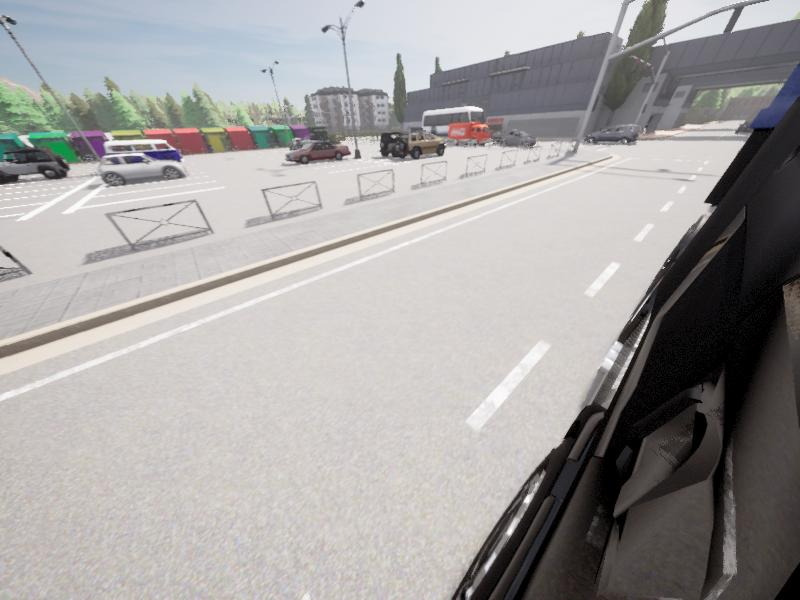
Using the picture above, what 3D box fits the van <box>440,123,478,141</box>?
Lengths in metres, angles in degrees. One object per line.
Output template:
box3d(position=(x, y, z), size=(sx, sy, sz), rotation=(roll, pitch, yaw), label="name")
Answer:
box3d(position=(10.493, -30.089, 41.543), size=(2.351, 2.431, 6.366), rotation=(-27, 43, -29), label="van")

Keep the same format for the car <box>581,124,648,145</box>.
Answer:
box3d(position=(22.842, -17.770, 24.817), size=(2.242, 1.667, 4.611), rotation=(-28, 43, -30), label="car")

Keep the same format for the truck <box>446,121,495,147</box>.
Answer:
box3d(position=(8.856, -21.252, 29.697), size=(2.627, 2.467, 5.204), rotation=(-27, 43, -29), label="truck")

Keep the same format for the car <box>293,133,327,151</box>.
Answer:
box3d(position=(-12.775, -22.499, 32.943), size=(3.866, 1.878, 1.905), rotation=(-28, 43, -30), label="car")

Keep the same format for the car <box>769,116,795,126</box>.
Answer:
box3d(position=(71.734, -33.597, 43.409), size=(4.181, 1.385, 1.994), rotation=(-28, 43, -30), label="car")

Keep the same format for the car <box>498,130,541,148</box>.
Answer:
box3d(position=(13.163, -17.861, 25.652), size=(1.845, 1.501, 3.633), rotation=(-28, 43, -30), label="car")

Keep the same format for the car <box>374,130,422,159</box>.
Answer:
box3d(position=(-0.129, -13.933, 20.622), size=(3.866, 1.878, 1.905), rotation=(-28, 43, -30), label="car")

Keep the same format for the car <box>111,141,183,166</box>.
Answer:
box3d(position=(-26.165, -15.382, 24.166), size=(4.605, 1.855, 1.932), rotation=(-28, 43, -30), label="car")

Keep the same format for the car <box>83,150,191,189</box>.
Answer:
box3d(position=(-15.223, -7.836, 13.731), size=(3.806, 1.475, 1.970), rotation=(-28, 43, -30), label="car")

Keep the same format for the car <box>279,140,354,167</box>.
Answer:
box3d(position=(-6.795, -12.320, 19.248), size=(5.357, 1.415, 2.033), rotation=(-28, 43, -30), label="car")

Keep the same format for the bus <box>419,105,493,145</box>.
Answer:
box3d(position=(7.898, -26.083, 34.772), size=(3.944, 4.253, 10.273), rotation=(-27, 43, -29), label="bus")

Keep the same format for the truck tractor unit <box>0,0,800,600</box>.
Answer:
box3d(position=(2.645, -0.295, 0.351), size=(6.516, 4.208, 3.053), rotation=(-28, 44, -30), label="truck tractor unit")

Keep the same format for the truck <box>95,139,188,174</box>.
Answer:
box3d(position=(-20.841, -11.888, 18.972), size=(4.478, 2.038, 2.069), rotation=(-28, 43, -30), label="truck")

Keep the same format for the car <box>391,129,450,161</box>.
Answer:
box3d(position=(1.690, -12.648, 18.774), size=(4.605, 1.855, 1.932), rotation=(-28, 43, -30), label="car")

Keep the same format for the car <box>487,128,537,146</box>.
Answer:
box3d(position=(14.008, -20.581, 29.189), size=(2.152, 1.651, 5.027), rotation=(-28, 43, -30), label="car")

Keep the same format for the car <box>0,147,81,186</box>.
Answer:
box3d(position=(-25.713, -9.218, 15.834), size=(3.866, 1.878, 1.905), rotation=(-28, 43, -30), label="car")

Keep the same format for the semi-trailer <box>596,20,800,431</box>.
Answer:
box3d(position=(8.843, -3.485, 4.106), size=(14.254, 4.402, 2.717), rotation=(-26, 42, -28), label="semi-trailer")

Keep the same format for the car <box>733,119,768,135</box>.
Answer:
box3d(position=(44.905, -22.232, 29.629), size=(4.892, 1.490, 1.837), rotation=(-28, 43, -30), label="car")

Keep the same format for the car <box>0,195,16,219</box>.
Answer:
box3d(position=(-16.531, -2.822, 6.932), size=(4.611, 1.667, 2.242), rotation=(-28, 43, -30), label="car")

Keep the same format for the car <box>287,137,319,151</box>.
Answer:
box3d(position=(-14.620, -23.577, 34.911), size=(3.806, 1.475, 1.970), rotation=(-28, 43, -30), label="car")

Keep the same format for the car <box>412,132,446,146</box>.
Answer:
box3d(position=(4.224, -24.224, 34.734), size=(1.801, 1.575, 5.366), rotation=(-27, 43, -29), label="car")
